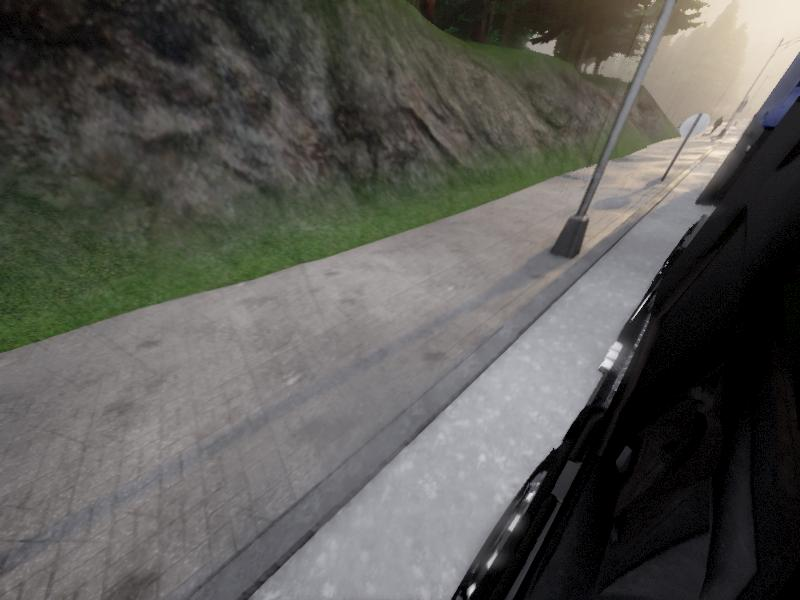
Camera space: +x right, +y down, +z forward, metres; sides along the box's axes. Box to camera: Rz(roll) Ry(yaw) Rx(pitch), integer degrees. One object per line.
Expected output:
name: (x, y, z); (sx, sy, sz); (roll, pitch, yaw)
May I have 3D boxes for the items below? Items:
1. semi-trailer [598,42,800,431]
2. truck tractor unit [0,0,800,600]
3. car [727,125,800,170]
semi-trailer: (8.696, -3.593, 4.250); (14.254, 4.402, 2.717); (-28, 44, -30)
truck tractor unit: (2.645, -0.295, 0.351); (6.516, 4.208, 3.053); (-28, 44, -30)
car: (19.566, -7.830, 11.699); (5.008, 1.535, 1.882); (-19, 39, -21)
